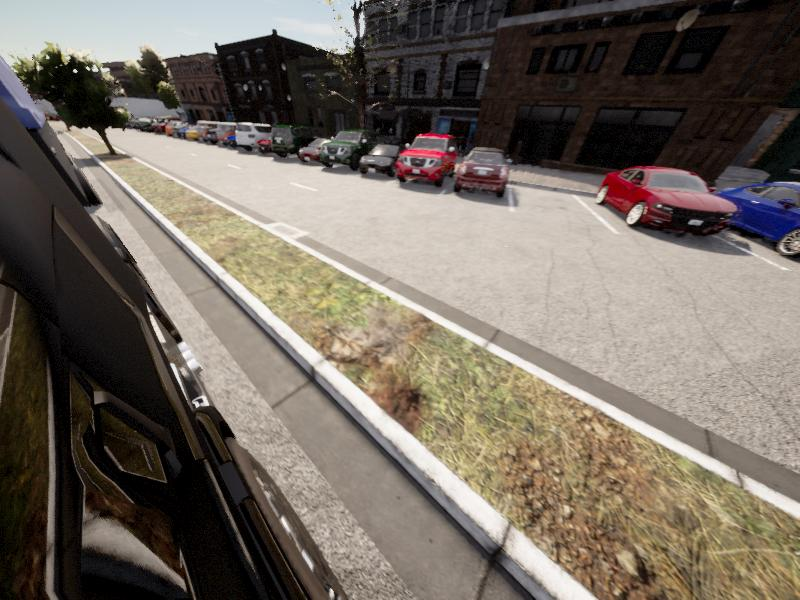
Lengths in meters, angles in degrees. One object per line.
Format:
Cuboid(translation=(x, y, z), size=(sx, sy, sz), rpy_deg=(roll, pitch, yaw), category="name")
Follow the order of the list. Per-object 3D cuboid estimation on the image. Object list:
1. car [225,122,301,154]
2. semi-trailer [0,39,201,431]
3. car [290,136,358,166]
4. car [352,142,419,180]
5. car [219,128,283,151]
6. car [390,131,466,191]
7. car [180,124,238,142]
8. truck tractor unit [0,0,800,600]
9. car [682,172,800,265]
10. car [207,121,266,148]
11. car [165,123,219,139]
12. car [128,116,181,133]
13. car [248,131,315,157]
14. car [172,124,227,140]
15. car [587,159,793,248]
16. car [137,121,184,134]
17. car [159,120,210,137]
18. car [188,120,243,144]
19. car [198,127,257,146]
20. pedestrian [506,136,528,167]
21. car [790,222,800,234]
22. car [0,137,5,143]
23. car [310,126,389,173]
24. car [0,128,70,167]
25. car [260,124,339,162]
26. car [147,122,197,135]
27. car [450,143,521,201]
Cuboid(translation=(-12.109, -14.826, 21.153), size=(2.435, 2.045, 5.566), rpy_deg=(14, 37, 15), category="car")
Cuboid(translation=(-8.705, -3.590, 4.235), size=(14.254, 4.402, 2.717), rpy_deg=(28, 43, 30), category="semi-trailer")
Cuboid(translation=(-5.232, -10.898, 16.783), size=(2.163, 1.488, 4.792), rpy_deg=(14, 37, 14), category="car")
Cuboid(translation=(-0.628, -8.451, 13.789), size=(2.163, 1.488, 4.792), rpy_deg=(14, 37, 14), category="car")
Cuboid(translation=(-14.426, -15.831, 22.777), size=(2.097, 1.535, 5.008), rpy_deg=(14, 37, 14), category="car")
Cuboid(translation=(1.690, -7.453, 12.125), size=(2.435, 2.045, 5.566), rpy_deg=(14, 37, 14), category="car")
Cuboid(translation=(-23.612, -20.826, 28.900), size=(1.946, 1.575, 5.366), rpy_deg=(14, 37, 14), category="car")
Cuboid(translation=(-2.645, -0.295, 0.351), size=(6.516, 4.208, 3.053), rpy_deg=(28, 44, 30), category="truck tractor unit")
Cuboid(translation=(10.887, -2.313, 6.289), size=(2.002, 1.452, 4.674), rpy_deg=(15, 37, 14), category="car")
Cuboid(translation=(-16.756, -17.173, 24.049), size=(1.878, 1.987, 4.442), rpy_deg=(14, 37, 14), category="car")
Cuboid(translation=(-28.333, -23.146, 31.715), size=(2.231, 1.521, 4.892), rpy_deg=(13, 37, 14), category="car")
Cuboid(translation=(-42.546, -30.476, 40.222), size=(2.435, 2.045, 5.566), rpy_deg=(12, 37, 12), category="car")
Cuboid(translation=(-9.823, -13.386, 19.784), size=(2.097, 1.535, 5.008), rpy_deg=(14, 37, 14), category="car")
Cuboid(translation=(-25.985, -21.943, 30.248), size=(2.097, 1.535, 5.008), rpy_deg=(14, 37, 14), category="car")
Cuboid(translation=(8.582, -3.581, 7.784), size=(2.097, 1.535, 5.008), rpy_deg=(15, 37, 14), category="car")
Cuboid(translation=(-40.151, -29.122, 38.980), size=(2.097, 1.535, 5.008), rpy_deg=(13, 37, 12), category="car")
Cuboid(translation=(-30.679, -24.451, 33.104), size=(2.185, 1.767, 4.553), rpy_deg=(13, 37, 13), category="car")
Cuboid(translation=(-21.377, -19.620, 27.042), size=(1.878, 1.987, 4.442), rpy_deg=(14, 37, 14), category="car")
Cuboid(translation=(-19.035, -18.271, 25.811), size=(2.163, 1.488, 4.792), rpy_deg=(14, 37, 14), category="car")
Cuboid(translation=(8.738, -11.167, 17.332), size=(0.751, 1.860, 0.751), rpy_deg=(27, 43, 26), category="pedestrian")
Cuboid(translation=(13.206, -1.339, 4.626), size=(2.435, 2.045, 5.566), rpy_deg=(14, 37, 15), category="car")
Cuboid(translation=(-33.510, -11.939, 16.272), size=(1.946, 1.575, 5.366), rpy_deg=(13, 39, 15), category="car")
Cuboid(translation=(-2.914, -9.902, 15.122), size=(2.435, 2.045, 5.566), rpy_deg=(14, 37, 14), category="car")
Cuboid(translation=(-19.649, -8.141, 12.213), size=(4.181, 1.385, 1.994), rpy_deg=(28, 43, 30), category="car")
Cuboid(translation=(-7.508, -12.381, 18.161), size=(2.435, 2.045, 5.566), rpy_deg=(14, 37, 15), category="car")
Cuboid(translation=(-35.397, -26.755, 36.107), size=(2.097, 1.535, 5.008), rpy_deg=(13, 37, 13), category="car")
Cuboid(translation=(3.969, -6.125, 10.698), size=(2.185, 1.767, 4.553), rpy_deg=(14, 37, 15), category="car")
